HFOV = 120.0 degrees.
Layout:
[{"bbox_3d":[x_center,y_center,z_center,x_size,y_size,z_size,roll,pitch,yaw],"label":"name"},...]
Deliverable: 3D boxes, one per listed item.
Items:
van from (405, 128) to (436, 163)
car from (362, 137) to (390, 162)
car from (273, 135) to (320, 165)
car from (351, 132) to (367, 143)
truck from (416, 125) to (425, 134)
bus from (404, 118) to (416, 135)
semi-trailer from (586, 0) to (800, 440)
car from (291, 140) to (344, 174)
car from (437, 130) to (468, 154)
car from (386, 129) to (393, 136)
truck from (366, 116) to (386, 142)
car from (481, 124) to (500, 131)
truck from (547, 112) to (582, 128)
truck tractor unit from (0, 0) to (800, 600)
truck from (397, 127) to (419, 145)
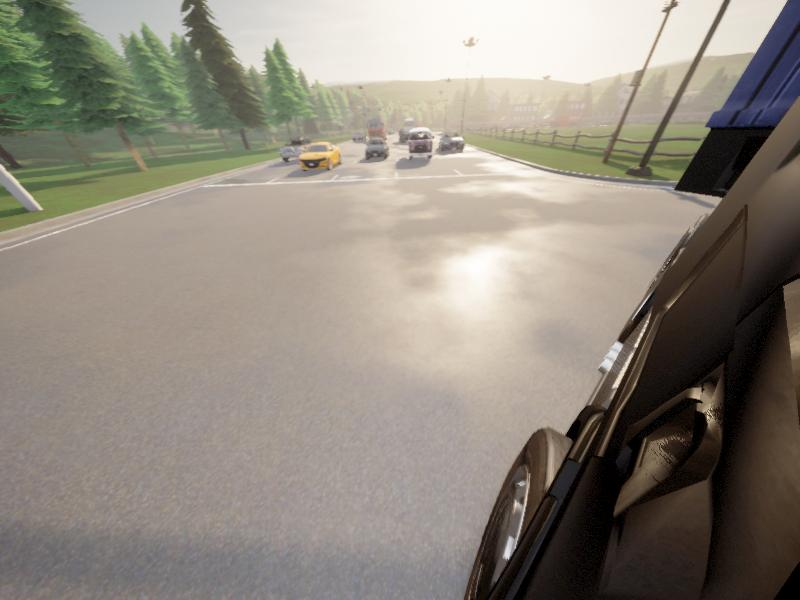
[{"bbox_3d":[1.504,-12.316,18.267,2.069,2.038,4.480,-1,37,2],"label":"van"},{"bbox_3d":[-1.968,-13.053,19.924,1.816,1.474,4.193,-1,37,2],"label":"car"},{"bbox_3d":[-8.963,-13.435,20.510,1.932,1.855,4.605,-1,37,2],"label":"car"},{"bbox_3d":[-8.208,-32.591,46.210,2.152,1.651,5.027,-1,37,2],"label":"car"},{"bbox_3d":[6.706,-57.177,77.380,2.627,2.467,5.204,-1,37,2],"label":"truck"},{"bbox_3d":[3.417,-60.859,80.992,3.944,4.253,10.273,-1,37,2],"label":"bus"},{"bbox_3d":[9.766,-2.504,2.707,14.254,4.402,2.717,-13,38,-14],"label":"semi-trailer"},{"bbox_3d":[-5.502,-10.123,16.176,1.882,1.535,5.008,-1,37,2],"label":"car"},{"bbox_3d":[5.119,-16.019,23.292,2.242,1.667,4.611,-1,37,2],"label":"car"},{"bbox_3d":[-3.657,-59.296,81.764,2.152,1.651,5.027,-1,37,2],"label":"car"},{"bbox_3d":[-4.698,-35.009,47.388,2.891,3.827,8.468,-1,37,2],"label":"truck"},{"bbox_3d":[29.933,-57.031,76.503,5.238,1.638,1.930,-1,37,2],"label":"car"},{"bbox_3d":[55.272,-60.477,77.765,8.468,3.827,2.891,-1,37,2],"label":"truck"},{"bbox_3d":[2.645,-0.295,0.351,6.516,4.208,3.053,-28,44,-30],"label":"truck tractor unit"},{"bbox_3d":[1.194,-25.593,35.926,2.390,2.098,6.274,-6,37,-5],"label":"truck"}]
